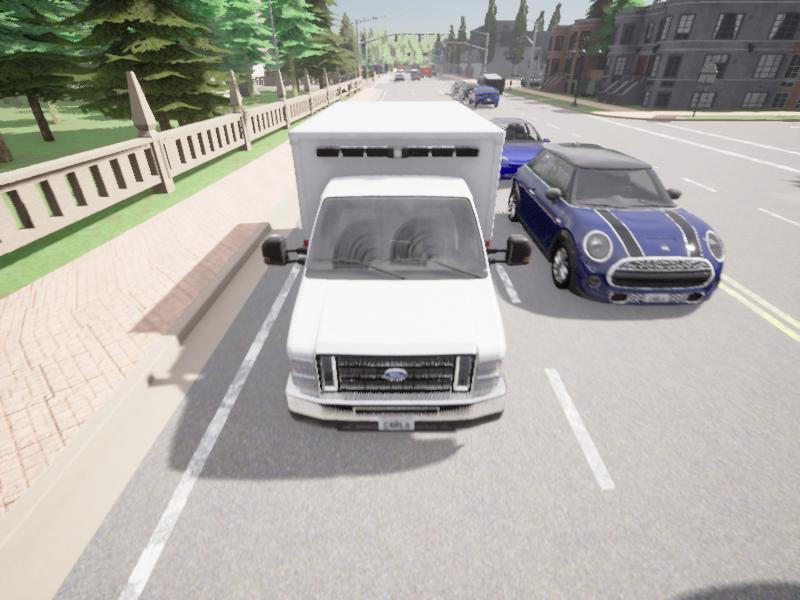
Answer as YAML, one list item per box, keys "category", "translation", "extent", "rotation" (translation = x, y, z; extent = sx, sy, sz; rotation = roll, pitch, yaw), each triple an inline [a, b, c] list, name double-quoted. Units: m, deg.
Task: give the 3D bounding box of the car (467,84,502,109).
- category: "car"
  translation: [6.966, -17.054, 33.429]
  extent: [1.882, 1.535, 5.008]
  rotation: [0, 30, 0]

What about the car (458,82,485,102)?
- category: "car"
  translation: [6.964, -20.640, 39.570]
  extent: [1.837, 1.490, 4.892]
  rotation: [0, 30, 0]

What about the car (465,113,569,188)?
- category: "car"
  translation: [3.471, -4.974, 12.900]
  extent: [2.007, 1.525, 4.514]
  rotation: [0, 30, 0]

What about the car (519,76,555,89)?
- category: "car"
  translation: [20.485, -32.607, 59.949]
  extent: [4.514, 1.525, 2.007]
  rotation: [0, 30, 0]

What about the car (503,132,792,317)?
- category: "car"
  translation: [3.470, -1.675, 7.026]
  extent: [2.097, 1.767, 4.553]
  rotation: [0, 30, 0]

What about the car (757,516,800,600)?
- category: "car"
  translation: [3.471, 2.210, 0.345]
  extent: [1.932, 1.855, 4.605]
  rotation: [0, 30, 0]

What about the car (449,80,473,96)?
- category: "car"
  translation: [6.966, -24.469, 46.179]
  extent: [2.033, 1.411, 5.357]
  rotation: [0, 30, 0]

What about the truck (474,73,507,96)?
- category: "truck"
  translation: [10.464, -25.186, 46.701]
  extent: [2.390, 2.098, 6.274]
  rotation: [0, 30, 0]

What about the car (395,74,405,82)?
- category: "car"
  translation: [-0.044, -45.661, 82.208]
  extent: [2.033, 1.411, 5.357]
  rotation: [0, 30, 0]

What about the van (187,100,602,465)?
- category: "van"
  translation: [-0.031, -1.218, 5.626]
  extent: [2.351, 2.431, 6.366]
  rotation: [0, 30, 0]
